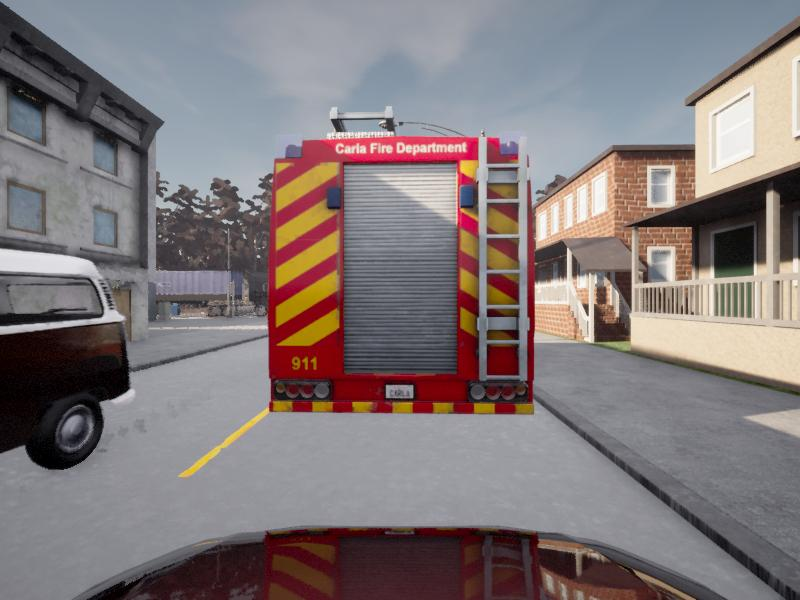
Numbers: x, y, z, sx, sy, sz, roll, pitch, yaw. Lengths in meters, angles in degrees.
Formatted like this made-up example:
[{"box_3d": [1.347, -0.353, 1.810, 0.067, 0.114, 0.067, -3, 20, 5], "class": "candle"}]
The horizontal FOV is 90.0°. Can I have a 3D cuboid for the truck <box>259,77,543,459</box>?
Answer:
[{"box_3d": [0.146, -0.321, 8.301, 2.891, 3.827, 8.468, 0, 0, 2], "class": "truck"}]

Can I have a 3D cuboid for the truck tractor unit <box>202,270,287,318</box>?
[{"box_3d": [-13.966, -0.522, 36.398, 6.516, 4.208, 3.053, 0, 0, 1], "class": "truck tractor unit"}]

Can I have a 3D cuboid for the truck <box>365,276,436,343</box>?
[{"box_3d": [0.173, 0.357, 17.322, 2.627, 2.467, 5.204, 0, 0, 4], "class": "truck"}]

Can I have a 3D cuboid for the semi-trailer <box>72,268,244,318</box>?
[{"box_3d": [-21.877, -0.617, 36.585, 14.254, 4.402, 2.717, 0, 0, 1], "class": "semi-trailer"}]

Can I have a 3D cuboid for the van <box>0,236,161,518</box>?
[{"box_3d": [-3.935, 0.564, 2.534, 2.069, 2.038, 4.480, 0, 1, 1], "class": "van"}]
